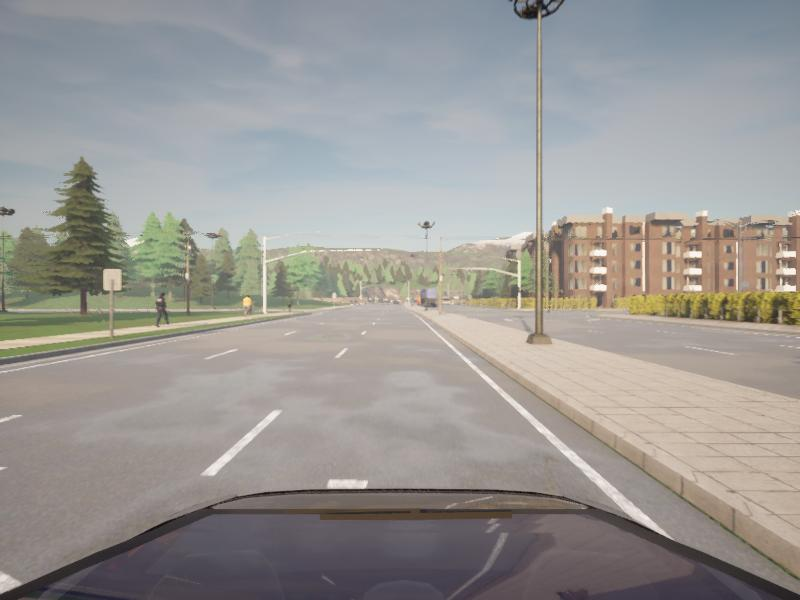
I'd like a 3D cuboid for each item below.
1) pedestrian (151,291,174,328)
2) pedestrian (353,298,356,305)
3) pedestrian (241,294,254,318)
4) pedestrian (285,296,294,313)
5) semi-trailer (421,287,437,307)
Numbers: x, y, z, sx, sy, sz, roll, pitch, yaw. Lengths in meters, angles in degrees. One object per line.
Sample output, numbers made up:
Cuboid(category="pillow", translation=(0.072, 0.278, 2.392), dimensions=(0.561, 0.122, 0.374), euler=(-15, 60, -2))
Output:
Cuboid(category="pedestrian", translation=(-12.385, 0.485, 20.857), dimensions=(0.751, 1.860, 0.751), euler=(0, 0, 1))
Cuboid(category="pedestrian", translation=(-13.095, 0.473, 115.661), dimensions=(0.751, 1.860, 0.751), euler=(0, 0, 1))
Cuboid(category="pedestrian", translation=(-12.169, 0.485, 31.993), dimensions=(0.751, 1.860, 0.751), euler=(0, 0, 1))
Cuboid(category="pedestrian", translation=(-11.925, 0.485, 43.243), dimensions=(0.751, 1.860, 0.751), euler=(0, 0, 2))
Cuboid(category="semi-trailer", translation=(6.738, -0.619, 94.749), dimensions=(2.717, 4.402, 14.254), euler=(0, 0, 0))
